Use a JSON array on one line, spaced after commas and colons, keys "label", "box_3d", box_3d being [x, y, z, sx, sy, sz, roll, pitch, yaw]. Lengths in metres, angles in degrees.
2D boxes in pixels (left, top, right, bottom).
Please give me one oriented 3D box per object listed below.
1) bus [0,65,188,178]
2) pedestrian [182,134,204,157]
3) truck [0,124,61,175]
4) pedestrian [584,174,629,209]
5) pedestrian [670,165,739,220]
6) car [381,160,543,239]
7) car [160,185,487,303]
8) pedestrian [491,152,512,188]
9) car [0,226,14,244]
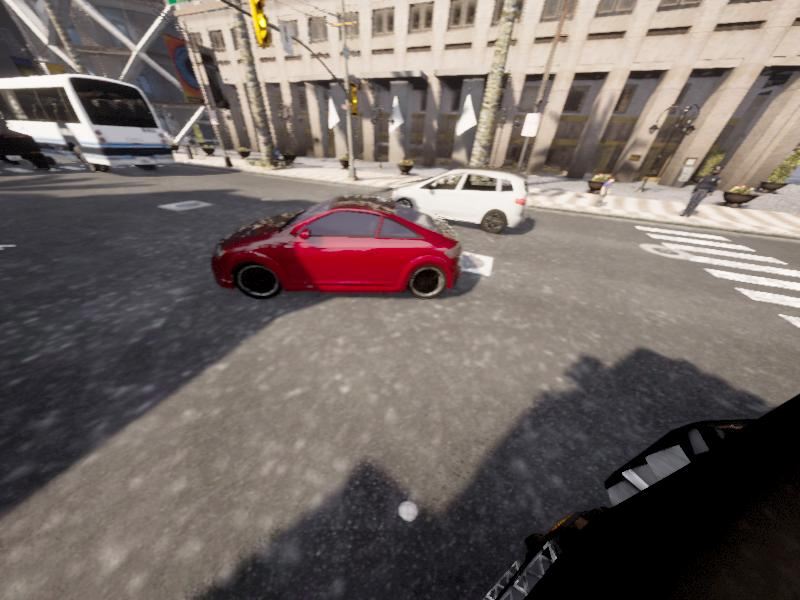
[{"label": "bus", "box_3d": [-19.264, -10.391, 13.915, 10.273, 4.253, 3.944, 15, 36, 17]}, {"label": "pedestrian", "box_3d": [-20.577, -15.333, 22.953, 0.751, 1.860, 0.751, 13, 35, 14]}, {"label": "truck", "box_3d": [-22.548, -8.341, 12.534, 6.274, 2.098, 2.390, 15, 36, 17]}, {"label": "pedestrian", "box_3d": [9.240, -4.889, 10.410, 0.751, 1.300, 0.751, 0, 34, -4]}, {"label": "pedestrian", "box_3d": [12.150, -4.317, 9.299, 0.751, 1.860, 0.751, -15, 38, -24]}, {"label": "car", "box_3d": [1.936, -3.626, 7.924, 4.611, 1.667, 2.242, 15, 36, 17]}, {"label": "car", "box_3d": [-0.978, -1.101, 4.215, 4.181, 1.385, 1.994, 0, 34, -4]}, {"label": "pedestrian", "box_3d": [6.281, -8.043, 14.341, 0.751, 1.860, 0.751, 14, 36, 16]}, {"label": "car", "box_3d": [-9.478, -0.508, 2.456, 1.801, 1.575, 5.366, 2, 34, -1]}]
